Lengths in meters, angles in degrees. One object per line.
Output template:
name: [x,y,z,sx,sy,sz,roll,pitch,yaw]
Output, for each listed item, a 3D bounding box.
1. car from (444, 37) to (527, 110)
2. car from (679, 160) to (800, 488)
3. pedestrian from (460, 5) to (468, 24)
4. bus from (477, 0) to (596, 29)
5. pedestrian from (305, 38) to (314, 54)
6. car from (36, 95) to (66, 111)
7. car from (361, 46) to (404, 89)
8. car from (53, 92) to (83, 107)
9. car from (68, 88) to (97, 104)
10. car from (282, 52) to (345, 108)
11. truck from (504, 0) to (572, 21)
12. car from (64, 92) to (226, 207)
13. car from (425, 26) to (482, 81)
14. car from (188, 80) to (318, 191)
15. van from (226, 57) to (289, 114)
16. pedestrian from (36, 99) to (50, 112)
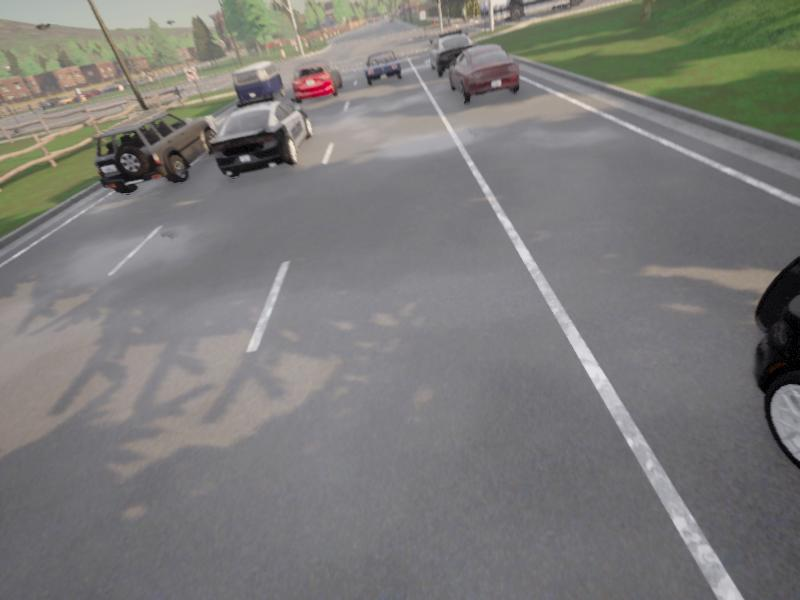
car: [2.824,-8.015,13.937,1.812,1.442,4.674,-10,35,4]
car: [3.395,1.147,0.909,1.930,1.638,5.238,-10,35,4]
pedestrian: [8.465,-37.598,52.680,0.751,1.860,0.751,-13,35,0]
bus: [12.915,-29.766,38.403,10.273,4.253,3.944,-10,35,4]
pedestrian: [-13.917,-39.182,61.683,0.751,1.860,0.751,-8,36,7]
car: [-70.682,-40.029,81.093,1.932,1.855,4.605,-10,35,4]
car: [-0.937,-12.784,21.852,1.895,1.301,4.718,-10,35,4]
car: [-67.223,-40.642,81.137,1.801,1.575,5.366,-10,35,4]
car: [-63.789,-41.078,80.442,2.097,1.767,4.553,-10,35,4]
car: [-4.370,-11.685,21.092,2.242,1.667,4.611,-10,35,4]
truck: [14.320,-31.103,41.680,6.274,2.098,2.390,-10,35,4]
car: [-7.427,-4.839,12.409,1.932,1.855,4.605,-10,36,4]
car: [2.543,-12.370,19.879,1.930,1.638,5.238,-10,35,4]
car: [-3.953,-5.124,11.908,1.930,1.638,5.238,-10,34,4]
van: [-7.903,-12.277,22.753,1.775,1.987,4.442,-10,35,4]
pedestrian: [-60.378,-32.871,67.639,0.751,1.860,0.751,-15,35,-3]
